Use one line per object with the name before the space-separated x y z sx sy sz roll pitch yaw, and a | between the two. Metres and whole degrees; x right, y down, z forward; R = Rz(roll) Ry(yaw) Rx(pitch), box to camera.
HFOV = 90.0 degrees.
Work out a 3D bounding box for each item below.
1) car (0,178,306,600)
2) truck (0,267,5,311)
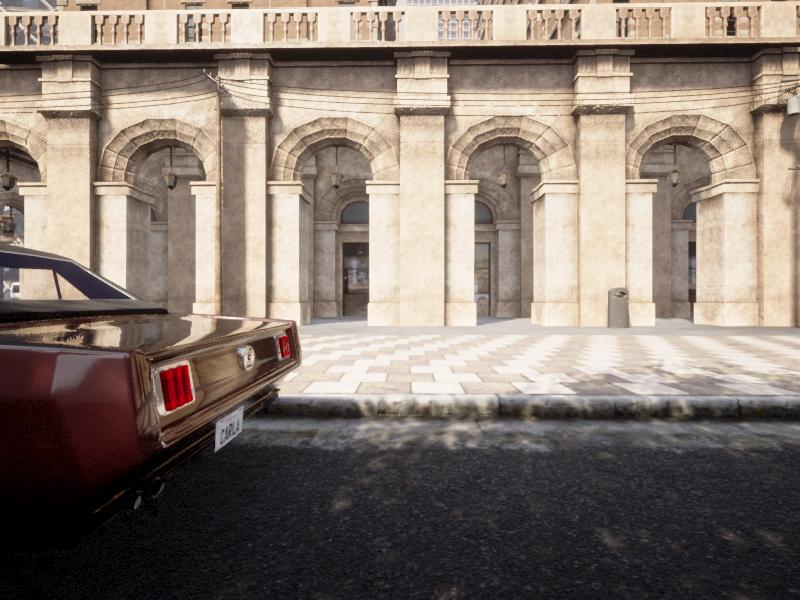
car | -3.058 0.338 2.008 4.718 1.301 1.895 0 0 1
truck | -36.052 -0.921 30.752 2.891 3.827 8.468 0 0 1
